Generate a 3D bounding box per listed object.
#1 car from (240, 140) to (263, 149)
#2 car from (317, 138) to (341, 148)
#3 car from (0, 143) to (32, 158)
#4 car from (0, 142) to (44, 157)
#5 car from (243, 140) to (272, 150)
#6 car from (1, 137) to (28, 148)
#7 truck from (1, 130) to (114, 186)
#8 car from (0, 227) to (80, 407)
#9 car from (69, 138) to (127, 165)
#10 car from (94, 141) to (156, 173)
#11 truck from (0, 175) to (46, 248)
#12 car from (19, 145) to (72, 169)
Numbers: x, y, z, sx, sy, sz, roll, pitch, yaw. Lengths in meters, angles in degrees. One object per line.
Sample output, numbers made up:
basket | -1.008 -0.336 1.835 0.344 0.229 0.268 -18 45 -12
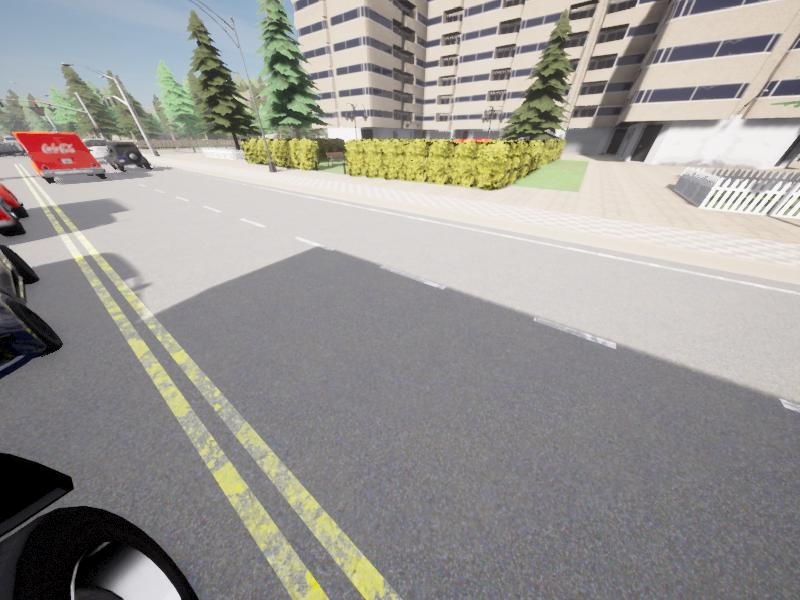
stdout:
car | -33.620 -35.254 52.373 1.845 1.501 3.633 22 41 28
car | -18.376 -40.883 60.061 2.150 2.045 5.566 22 41 28
car | -50.086 -18.544 28.634 2.007 1.525 4.514 24 42 30
car | -52.322 -20.221 30.979 2.163 1.488 4.792 24 42 30
car | -31.047 -33.834 50.403 2.242 1.667 4.611 22 41 28
car | -84.569 -34.569 50.639 5.566 2.045 2.150 22 41 28
truck | -21.015 -8.870 14.242 5.204 2.467 2.627 23 41 27
car | -6.280 -0.078 2.541 4.611 1.667 2.242 22 40 28
car | -30.177 -14.896 23.079 5.566 2.045 2.150 22 41 28
car | -21.886 -11.462 18.396 3.866 1.878 1.905 22 41 28
truck | -12.229 -2.836 5.726 5.204 2.467 2.627 22 40 28
car | -30.962 -12.546 20.184 3.633 1.501 1.845 22 41 28
